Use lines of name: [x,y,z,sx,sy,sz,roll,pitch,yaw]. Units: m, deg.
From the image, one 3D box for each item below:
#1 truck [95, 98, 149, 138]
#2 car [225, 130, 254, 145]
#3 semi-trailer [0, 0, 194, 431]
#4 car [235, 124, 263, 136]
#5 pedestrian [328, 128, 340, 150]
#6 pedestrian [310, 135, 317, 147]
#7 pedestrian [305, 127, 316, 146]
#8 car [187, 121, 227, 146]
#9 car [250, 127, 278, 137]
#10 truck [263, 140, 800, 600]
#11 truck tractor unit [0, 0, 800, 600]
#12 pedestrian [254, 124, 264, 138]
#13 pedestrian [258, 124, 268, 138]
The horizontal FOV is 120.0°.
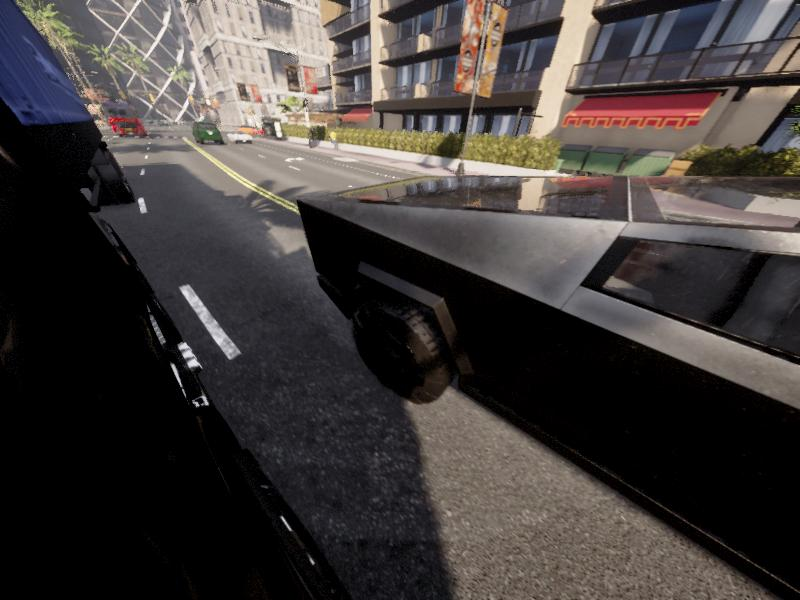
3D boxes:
truck: [-37.342,-24.642,31.446,2.891,3.827,8.468,-25,44,-32]
car: [-20.435,-20.731,29.387,1.895,1.301,4.718,-25,44,-32]
semi-trailer: [-8.325,-3.816,4.588,2.717,4.402,14.254,-29,47,-35]
car: [-32.171,-36.335,49.368,4.553,1.767,2.097,-18,41,-26]
pedestrian: [-7.046,-17.214,24.724,0.751,1.860,0.751,-26,45,-33]
pedestrian: [-9.942,-18.240,26.565,0.500,1.100,0.500,-19,42,-27]
pedestrian: [-10.921,-20.054,28.322,0.751,1.860,0.751,-25,44,-32]
car: [-21.836,-18.837,26.091,2.150,2.045,5.566,-26,45,-33]
car: [-28.299,-35.126,48.210,4.514,1.525,2.007,-21,43,-29]
truck: [2.129,0.356,1.581,6.274,2.098,2.390,27,43,29]
truck tractor unit: [-2.645,-0.295,0.351,6.516,4.208,3.053,28,44,30]
pedestrian: [-24.002,-28.866,39.418,0.751,1.860,0.751,20,40,22]
pedestrian: [-23.582,-29.200,39.899,0.751,1.860,0.751,3,36,0]
